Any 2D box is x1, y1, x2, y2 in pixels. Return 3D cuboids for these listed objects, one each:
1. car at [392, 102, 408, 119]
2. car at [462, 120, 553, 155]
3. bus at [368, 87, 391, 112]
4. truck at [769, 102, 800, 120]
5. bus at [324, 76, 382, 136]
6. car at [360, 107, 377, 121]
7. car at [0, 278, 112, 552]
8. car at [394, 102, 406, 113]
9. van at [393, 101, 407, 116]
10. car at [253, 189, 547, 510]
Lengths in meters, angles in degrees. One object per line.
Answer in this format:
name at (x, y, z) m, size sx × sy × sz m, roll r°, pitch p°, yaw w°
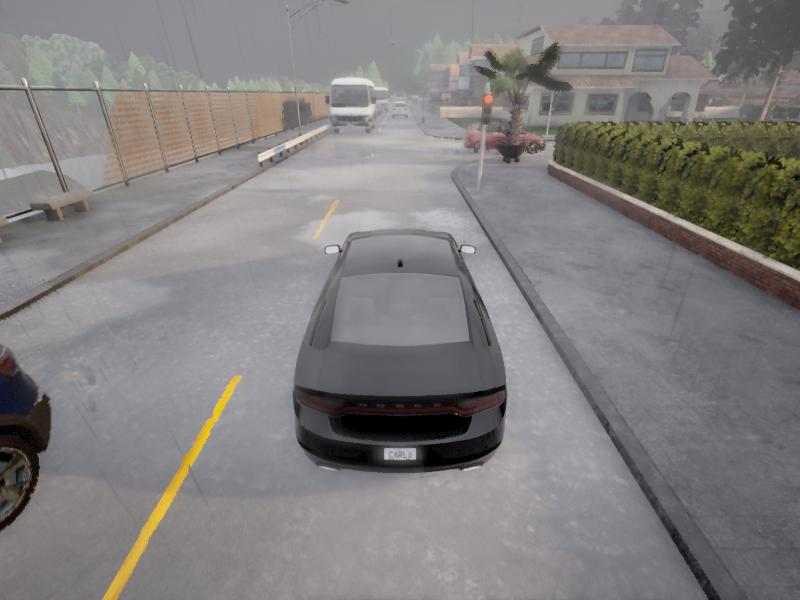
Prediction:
car at (0.012, -27.128, 57.120) m, size 2.150 × 2.045 × 5.566 m, roll 0°, pitch 27°, yaw 0°
car at (6.028, -9.433, 23.118) m, size 4.611 × 1.667 × 2.242 m, roll 2°, pitch 27°, yaw 3°
bus at (-3.862, -39.846, 79.429) m, size 3.944 × 4.253 × 10.273 m, roll 0°, pitch 27°, yaw 0°
truck at (53.541, -25.260, 53.418) m, size 2.390 × 2.098 × 6.274 m, roll 0°, pitch 27°, yaw 0°
bus at (-3.870, -17.578, 36.140) m, size 3.944 × 4.253 × 10.273 m, roll 0°, pitch 27°, yaw 0°
car at (-3.991, -23.830, 51.328) m, size 1.970 × 1.475 × 3.806 m, roll 0°, pitch 27°, yaw 0°
car at (-3.998, 1.657, 1.603) m, size 2.033 × 1.649 × 4.856 m, roll 0°, pitch 27°, yaw 0°
car at (0.016, -37.256, 77.372) m, size 2.242 × 1.667 × 4.611 m, roll 0°, pitch 27°, yaw 0°
van at (0.014, -30.121, 62.951) m, size 2.069 × 2.038 × 4.480 m, roll 0°, pitch 27°, yaw 0°
car at (0.002, -0.112, 5.140) m, size 1.882 × 1.535 × 5.008 m, roll 0°, pitch 27°, yaw 0°
